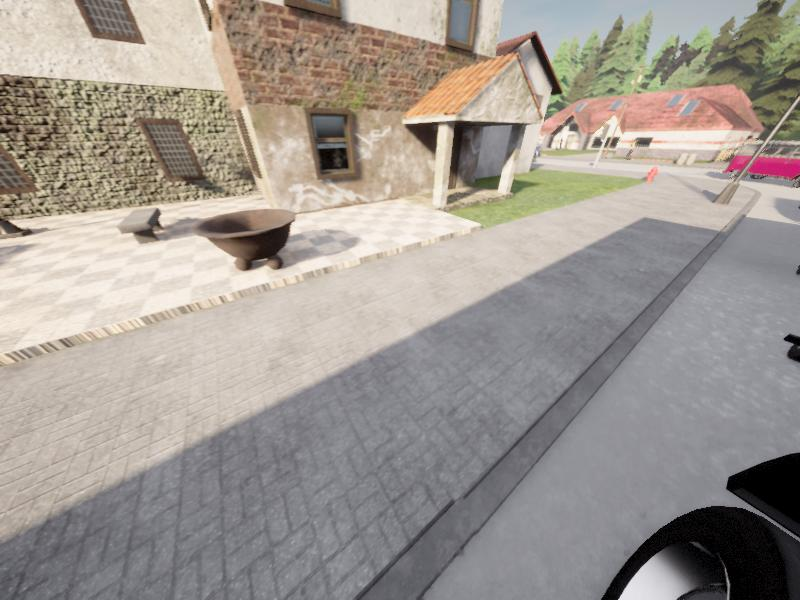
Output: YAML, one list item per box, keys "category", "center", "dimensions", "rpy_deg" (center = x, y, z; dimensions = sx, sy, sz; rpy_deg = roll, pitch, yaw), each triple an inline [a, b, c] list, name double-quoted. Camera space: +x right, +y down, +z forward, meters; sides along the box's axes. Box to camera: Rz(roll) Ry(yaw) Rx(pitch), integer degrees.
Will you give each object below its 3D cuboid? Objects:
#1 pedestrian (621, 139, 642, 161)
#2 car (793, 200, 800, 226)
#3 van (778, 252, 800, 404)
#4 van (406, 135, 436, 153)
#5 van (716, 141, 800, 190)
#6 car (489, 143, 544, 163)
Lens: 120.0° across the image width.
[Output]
- category: "pedestrian"
  center: [23.742, -15.379, 23.687]
  dimensions: [0.751, 1.860, 0.751]
  rpy_deg: [-27, 43, -32]
- category: "car"
  center: [14.037, -3.126, 6.884]
  dimensions: [3.705, 1.549, 1.789]
  rpy_deg: [-23, 41, -29]
- category: "van"
  center: [7.006, -0.539, 2.417]
  dimensions: [5.915, 2.561, 1.988]
  rpy_deg: [-22, 41, -28]
- category: "van"
  center: [3.657, -28.125, 41.526]
  dimensions: [1.988, 2.561, 5.915]
  rpy_deg: [-22, 41, -27]
- category: "van"
  center: [20.919, -7.189, 12.214]
  dimensions: [1.775, 1.987, 4.442]
  rpy_deg: [-2, 35, -3]
- category: "car"
  center: [12.580, -16.218, 25.342]
  dimensions: [2.242, 1.667, 4.611]
  rpy_deg: [-22, 40, -27]
